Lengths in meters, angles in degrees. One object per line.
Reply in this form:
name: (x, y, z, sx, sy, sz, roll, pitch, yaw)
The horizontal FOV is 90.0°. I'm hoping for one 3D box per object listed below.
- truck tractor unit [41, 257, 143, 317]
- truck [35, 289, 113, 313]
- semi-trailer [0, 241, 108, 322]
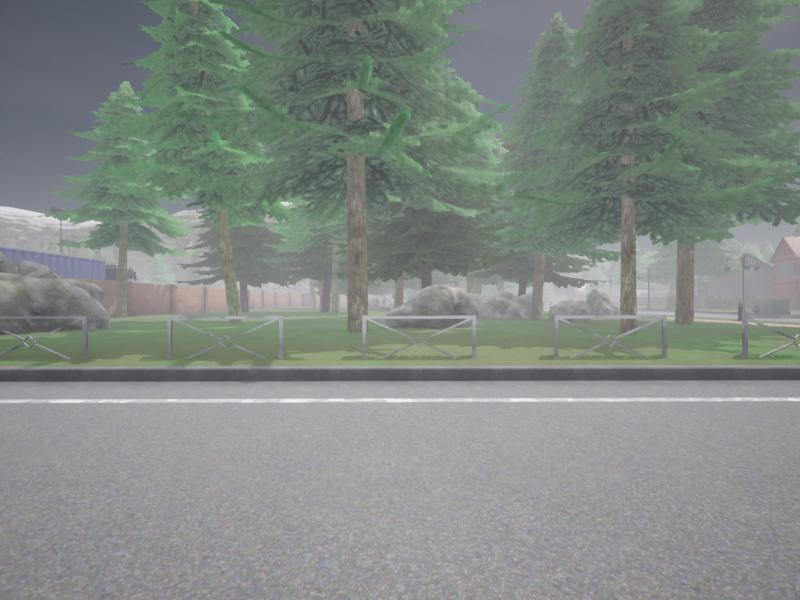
truck tractor unit: (-23.698, -0.924, 31.318, 3.053, 4.208, 6.516, 0, 0, -1)
truck: (-30.845, 0.137, 38.222, 2.390, 2.098, 6.274, 0, 0, -1)
semi-trailer: (-23.227, -1.022, 23.422, 2.717, 4.402, 14.254, 0, 0, -4)
